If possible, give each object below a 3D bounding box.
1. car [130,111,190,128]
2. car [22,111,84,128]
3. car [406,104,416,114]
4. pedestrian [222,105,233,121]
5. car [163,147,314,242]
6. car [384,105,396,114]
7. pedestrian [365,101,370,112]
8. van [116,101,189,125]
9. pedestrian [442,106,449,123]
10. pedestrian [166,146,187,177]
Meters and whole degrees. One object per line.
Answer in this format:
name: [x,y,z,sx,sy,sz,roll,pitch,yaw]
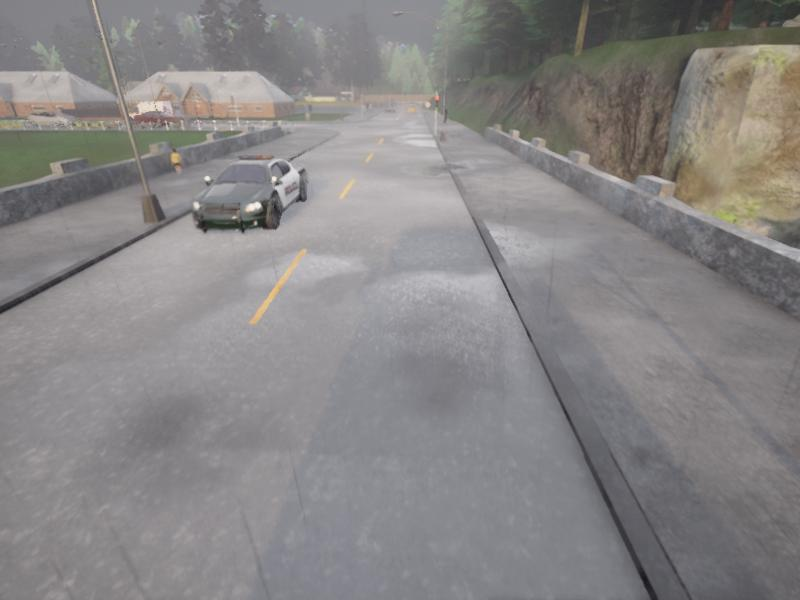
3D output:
car: [-25.422,-19.198,42.507,5.008,1.535,1.882,1,27,2]
car: [-37.036,-19.349,42.786,4.514,1.525,2.007,1,27,1]
car: [2.145,-36.111,75.633,1.801,1.575,5.366,1,27,1]
pedestrian: [-21.714,-23.572,50.439,0.751,1.860,0.751,1,27,2]
car: [-4.053,-3.182,11.213,2.038,1.542,4.974,1,27,1]
car: [-1.847,-36.331,76.288,1.994,1.385,4.181,1,27,1]
pedestrian: [-6.587,-39.114,80.902,0.751,1.860,0.751,-8,28,-15]
van: [-28.289,-21.453,45.937,6.366,2.431,2.351,1,27,1]
pedestrian: [5.372,-22.003,47.434,0.751,1.860,0.751,2,27,3]
pedestrian: [-8.963,-5.586,16.097,0.500,1.100,0.500,-12,29,-22]
